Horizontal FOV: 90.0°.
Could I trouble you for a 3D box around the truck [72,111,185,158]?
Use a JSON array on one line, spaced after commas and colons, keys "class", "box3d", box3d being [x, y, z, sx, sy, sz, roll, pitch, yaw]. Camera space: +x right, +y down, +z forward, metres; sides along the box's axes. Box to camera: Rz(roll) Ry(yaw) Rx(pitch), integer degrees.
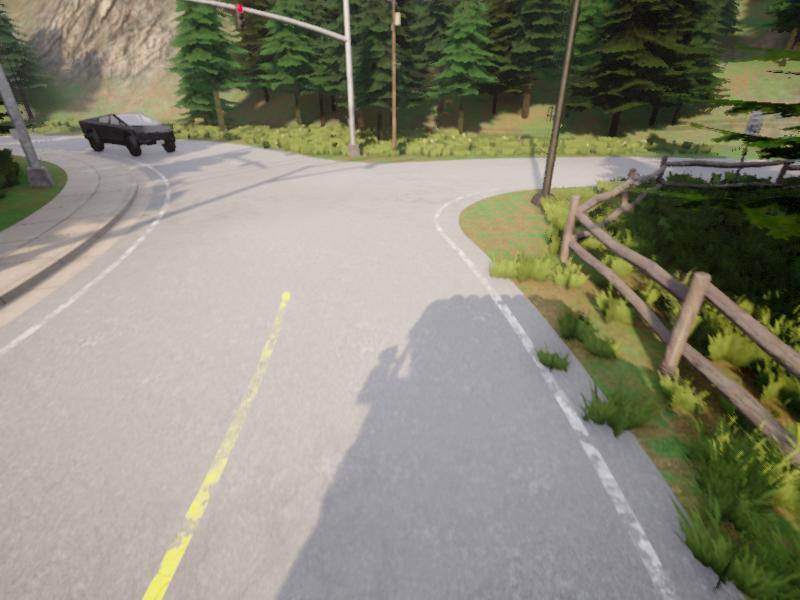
[{"class": "truck", "box3d": [-15.708, -9.660, 23.114, 6.274, 2.098, 2.390, 16, 31, 28]}]
